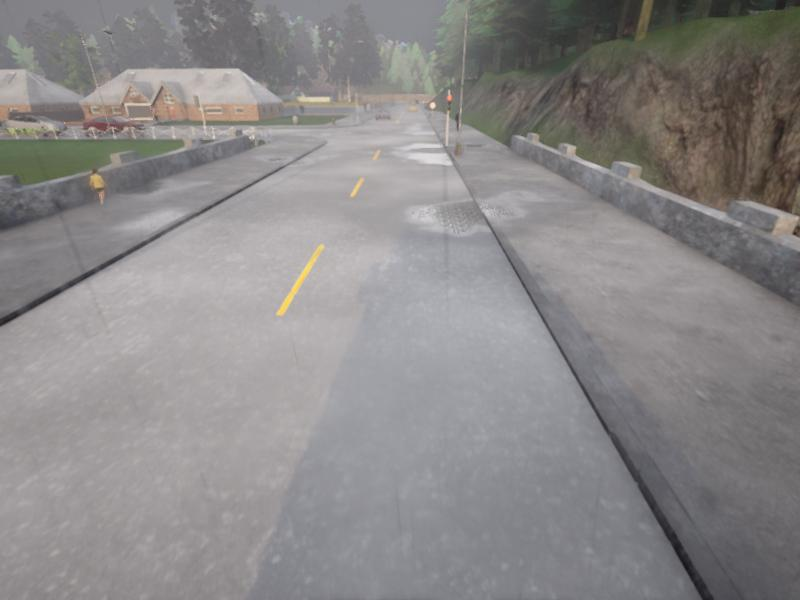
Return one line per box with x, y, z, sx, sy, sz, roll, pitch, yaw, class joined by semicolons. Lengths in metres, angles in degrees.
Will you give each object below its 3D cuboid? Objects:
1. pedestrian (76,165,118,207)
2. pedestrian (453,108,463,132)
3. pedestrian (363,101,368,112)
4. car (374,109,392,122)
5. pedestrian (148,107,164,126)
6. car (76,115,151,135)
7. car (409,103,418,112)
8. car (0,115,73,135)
-8.892;-3.350;11.766;0.500;1.100;0.500;0;27;1;pedestrian
5.172;-16.113;35.803;0.751;1.860;0.751;2;27;3;pedestrian
-6.753;-37.602;77.858;0.751;1.860;0.751;0;27;0;pedestrian
-2.237;-24.774;53.586;1.994;1.385;4.181;1;27;2;car
-26.537;-19.988;43.536;0.751;1.860;0.751;1;27;2;pedestrian
-25.309;-15.542;35.477;5.008;1.535;1.882;1;27;2;car
2.768;-39.782;82.655;1.801;1.575;5.366;1;27;2;car
-32.350;-15.607;35.652;4.514;1.525;2.007;1;27;2;car
